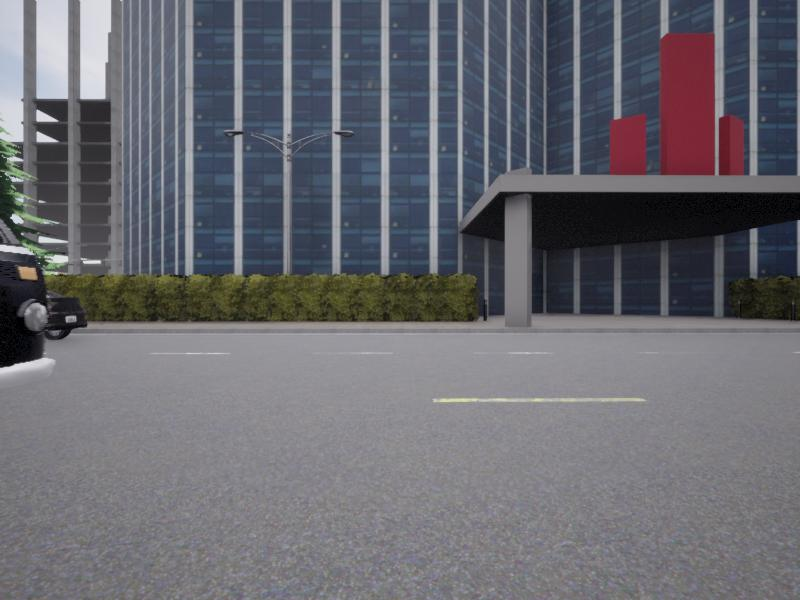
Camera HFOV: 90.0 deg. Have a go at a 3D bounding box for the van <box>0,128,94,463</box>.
[{"bbox_3d":[-4.672,-0.029,2.137,4.480,2.038,2.069,0,0,-1],"label":"van"}]

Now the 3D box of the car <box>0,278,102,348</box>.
[{"bbox_3d":[-9.786,0.270,9.076,4.674,1.442,1.812,0,0,-1],"label":"car"}]
